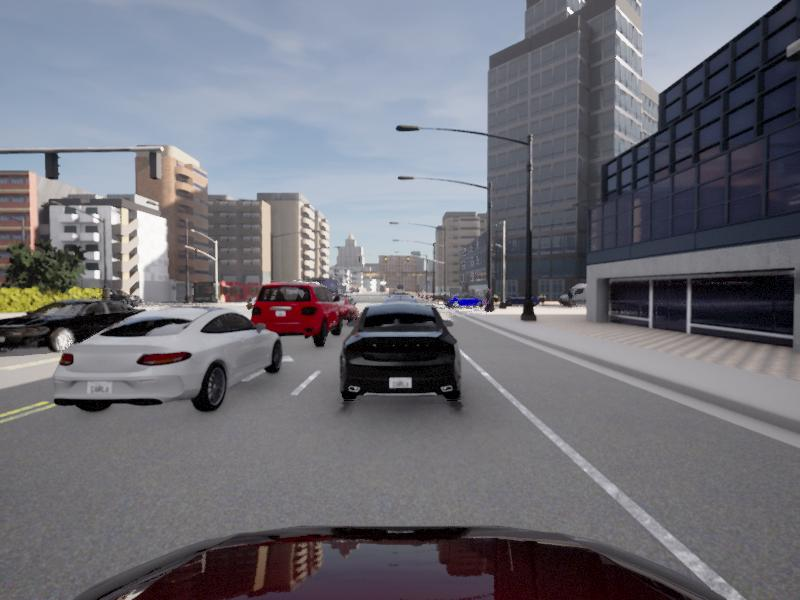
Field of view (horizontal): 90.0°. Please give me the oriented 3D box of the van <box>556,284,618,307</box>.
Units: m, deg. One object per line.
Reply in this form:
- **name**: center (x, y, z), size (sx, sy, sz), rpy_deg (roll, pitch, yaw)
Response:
- **van**: center (20.811, -0.536, 44.630), size (5.915, 2.561, 1.988), rpy_deg (0, 2, 1)

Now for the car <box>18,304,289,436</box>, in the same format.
- **car**: center (-3.495, 0.836, 6.959), size (1.812, 1.442, 4.674), rpy_deg (0, 1, 0)

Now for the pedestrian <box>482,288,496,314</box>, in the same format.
- **pedestrian**: center (6.543, 0.041, 29.353), size (0.751, 1.860, 0.751), rpy_deg (0, 2, -11)

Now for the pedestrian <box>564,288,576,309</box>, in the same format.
- **pedestrian**: center (15.575, -0.152, 36.627), size (0.751, 1.860, 0.751), rpy_deg (0, 2, -8)

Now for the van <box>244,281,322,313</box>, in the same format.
- **van**: center (-9.685, -0.230, 33.402), size (5.915, 2.561, 1.988), rpy_deg (0, -1, 4)

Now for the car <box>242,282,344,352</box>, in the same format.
- **car**: center (-3.489, 0.445, 14.393), size (2.150, 2.045, 5.566), rpy_deg (0, 1, 0)

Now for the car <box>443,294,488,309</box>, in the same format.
- **car**: center (6.709, 0.099, 40.978), size (4.193, 1.474, 1.816), rpy_deg (-1, 1, -16)

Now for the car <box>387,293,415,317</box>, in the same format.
- **car**: center (0.070, 0.302, 30.209), size (1.930, 1.638, 5.238), rpy_deg (0, 1, 1)

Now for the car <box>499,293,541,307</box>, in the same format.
- **car**: center (13.331, -0.006, 44.711), size (4.193, 1.474, 1.816), rpy_deg (0, 2, 1)

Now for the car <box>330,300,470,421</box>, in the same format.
- **car**: center (0.005, 0.802, 7.696), size (1.837, 1.490, 4.892), rpy_deg (0, 1, 0)

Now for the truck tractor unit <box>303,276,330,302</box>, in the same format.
- **truck tractor unit**: center (-13.909, -1.769, 67.331), size (3.053, 4.208, 6.516), rpy_deg (0, 0, 0)

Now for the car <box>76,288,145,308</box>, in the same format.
- **car**: center (-30.033, -0.206, 41.593), size (5.566, 2.045, 2.150), rpy_deg (0, 2, 1)

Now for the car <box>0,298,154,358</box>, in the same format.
- **car**: center (-10.471, 0.722, 12.995), size (1.882, 1.535, 5.008), rpy_deg (0, 1, 0)

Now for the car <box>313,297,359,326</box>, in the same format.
- **car**: center (-3.497, 0.567, 22.721), size (1.812, 1.442, 4.674), rpy_deg (0, 1, 0)

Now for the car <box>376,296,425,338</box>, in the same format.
- **car**: center (0.026, 0.626, 18.091), size (1.882, 1.535, 5.008), rpy_deg (0, 2, 0)

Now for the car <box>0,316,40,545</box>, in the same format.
- **car**: center (-3.502, 0.852, 0.781), size (1.816, 1.474, 4.193), rpy_deg (0, 0, 0)

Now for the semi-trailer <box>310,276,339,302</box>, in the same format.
- **semi-trailer**: center (-13.946, -1.971, 75.241), size (2.717, 4.402, 14.254), rpy_deg (0, 1, 0)

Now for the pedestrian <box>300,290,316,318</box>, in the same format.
- **pedestrian**: center (-6.279, 0.240, 27.208), size (0.751, 1.860, 0.751), rpy_deg (-2, 2, -45)
